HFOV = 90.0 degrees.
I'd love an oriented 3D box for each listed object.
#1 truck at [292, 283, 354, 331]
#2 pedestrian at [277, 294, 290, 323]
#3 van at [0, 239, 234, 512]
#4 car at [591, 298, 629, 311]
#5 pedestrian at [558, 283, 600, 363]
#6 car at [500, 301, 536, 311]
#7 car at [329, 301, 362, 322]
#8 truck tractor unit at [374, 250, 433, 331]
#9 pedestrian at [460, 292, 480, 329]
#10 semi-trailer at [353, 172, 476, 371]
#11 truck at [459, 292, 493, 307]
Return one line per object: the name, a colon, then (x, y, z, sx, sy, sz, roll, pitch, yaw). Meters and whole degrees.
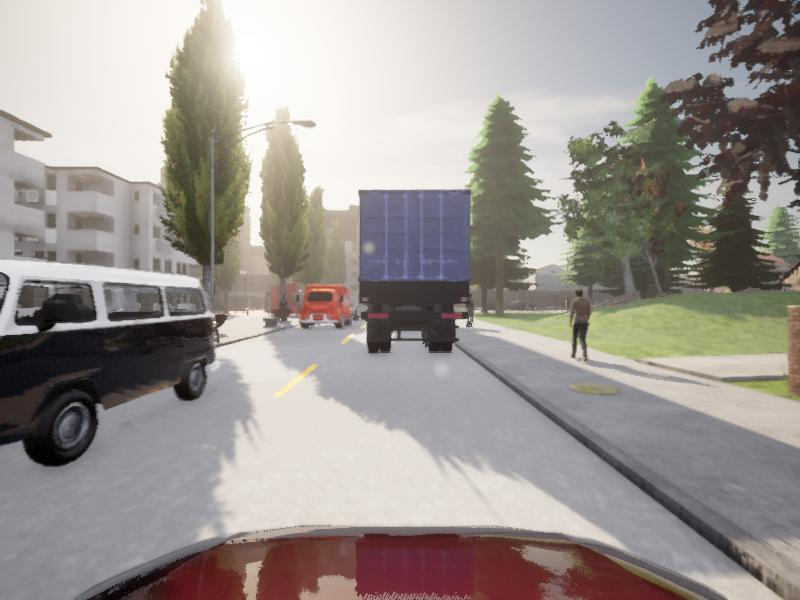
truck: (-4.228, 0.375, 23.007, 2.627, 2.467, 5.204, 0, -1, -1)
pedestrian: (-7.746, 0.545, 26.639, 0.751, 1.860, 0.751, 0, 0, -9)
van: (-4.049, 0.576, 5.063, 2.069, 2.038, 4.480, 0, 0, -1)
car: (31.423, 0.677, 59.878, 4.605, 1.855, 1.932, 0, 0, -3)
pedestrian: (4.328, 0.538, 9.734, 0.751, 1.860, 0.751, 0, 0, 8)
car: (17.556, 0.870, 59.750, 4.892, 1.490, 1.837, 0, 0, -1)
car: (-4.320, 0.838, 32.541, 2.038, 1.542, 4.974, 0, 0, -1)
truck tractor unit: (0.155, -0.514, 23.907, 3.053, 4.208, 6.516, 0, 0, 0)
pedestrian: (3.589, 0.542, 20.568, 0.751, 1.860, 0.751, 0, 0, -17)
semi-trailer: (0.242, -0.609, 15.998, 2.717, 4.402, 14.254, 0, 0, -1)
truck: (19.965, -0.061, 105.017, 8.468, 3.827, 2.891, 0, 0, -1)
